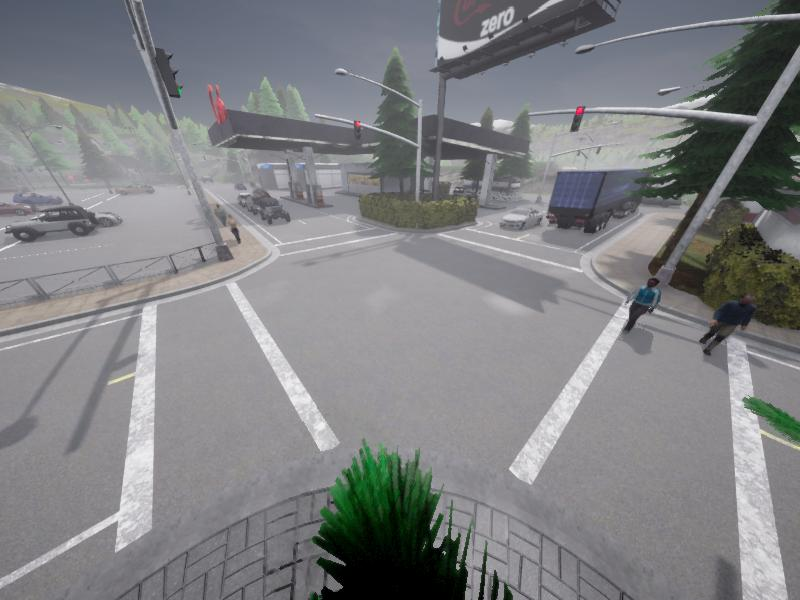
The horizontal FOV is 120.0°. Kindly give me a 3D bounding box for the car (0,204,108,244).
[{"bbox_3d":[-23.841,-5.383,15.979,3.866,1.878,1.905,-23,37,-34],"label":"car"}]

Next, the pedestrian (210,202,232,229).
[{"bbox_3d":[-14.359,-6.789,18.542,0.751,1.860,0.751,-22,37,-33],"label":"pedestrian"}]

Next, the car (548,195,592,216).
[{"bbox_3d":[18.343,-10.271,24.895,4.902,1.511,2.128,-22,37,-33],"label":"car"}]

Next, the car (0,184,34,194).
[{"bbox_3d":[-75.561,-21.356,44.506,4.792,1.488,2.163,-23,37,-34],"label":"car"}]

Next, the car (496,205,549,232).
[{"bbox_3d":[10.092,-6.792,19.004,4.674,1.442,1.812,-21,36,-35],"label":"car"}]

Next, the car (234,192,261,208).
[{"bbox_3d":[-19.994,-13.111,30.230,1.970,1.475,3.806,-22,37,-33],"label":"car"}]

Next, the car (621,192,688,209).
[{"bbox_3d":[32.070,-12.739,29.436,5.357,1.411,2.033,18,35,29],"label":"car"}]

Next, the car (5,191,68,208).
[{"bbox_3d":[-45.788,-12.777,29.270,3.633,1.501,1.845,-23,37,-34],"label":"car"}]

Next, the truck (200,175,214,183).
[{"bbox_3d":[-61.814,-38.726,73.974,2.390,2.098,6.274,-23,37,-34],"label":"truck"}]

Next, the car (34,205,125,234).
[{"bbox_3d":[-25.501,-6.610,18.671,3.806,1.475,1.970,-23,37,-34],"label":"car"}]

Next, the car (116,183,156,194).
[{"bbox_3d":[-49.532,-20.953,43.472,4.514,1.523,2.007,-23,37,-34],"label":"car"}]

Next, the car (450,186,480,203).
[{"bbox_3d":[9.747,-16.005,34.849,1.905,1.878,3.866,-23,37,-34],"label":"car"}]

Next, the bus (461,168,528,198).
[{"bbox_3d":[16.718,-21.582,42.125,3.944,4.253,10.273,-22,37,-33],"label":"bus"}]

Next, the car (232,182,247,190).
[{"bbox_3d":[-36.061,-25.610,51.881,1.816,1.474,4.193,-22,37,-33],"label":"car"}]

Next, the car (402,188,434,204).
[{"bbox_3d":[2.620,-15.713,34.677,2.242,1.667,4.611,-23,37,-34],"label":"car"}]

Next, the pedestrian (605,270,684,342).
[{"bbox_3d":[7.017,0.187,6.729,0.751,1.860,0.751,-13,33,-22],"label":"pedestrian"}]

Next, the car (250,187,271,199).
[{"bbox_3d":[-23.311,-17.830,38.512,1.994,1.385,4.181,-22,37,-33],"label":"car"}]

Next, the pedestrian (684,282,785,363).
[{"bbox_3d":[8.601,0.589,6.068,0.751,1.860,0.751,-24,38,-35],"label":"pedestrian"}]

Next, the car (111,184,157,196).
[{"bbox_3d":[-47.482,-19.774,41.410,5.027,1.636,2.152,-23,37,-34],"label":"car"}]

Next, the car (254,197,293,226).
[{"bbox_3d":[-11.869,-8.361,21.588,1.905,1.878,3.866,-22,37,-33],"label":"car"}]

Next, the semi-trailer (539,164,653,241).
[{"bbox_3d":[16.667,-8.577,19.083,14.254,4.402,2.717,-22,35,-33],"label":"semi-trailer"}]

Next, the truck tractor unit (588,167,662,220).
[{"bbox_3d":[22.810,-11.003,23.444,6.516,4.208,3.053,-23,37,-33],"label":"truck tractor unit"}]

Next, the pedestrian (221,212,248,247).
[{"bbox_3d":[-10.260,-4.362,14.339,0.751,1.860,0.751,-24,38,-35],"label":"pedestrian"}]

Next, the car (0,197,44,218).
[{"bbox_3d":[-39.420,-8.945,22.590,4.514,1.523,2.007,-23,37,-34],"label":"car"}]

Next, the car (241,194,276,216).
[{"bbox_3d":[-15.972,-10.737,25.967,2.033,1.649,4.856,-22,37,-33],"label":"car"}]

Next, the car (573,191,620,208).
[{"bbox_3d":[24.570,-12.660,28.971,4.611,1.667,2.242,-11,32,-22],"label":"car"}]

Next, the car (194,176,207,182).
[{"bbox_3d":[-69.465,-42.180,80.414,5.238,1.638,1.930,23,37,34],"label":"car"}]
